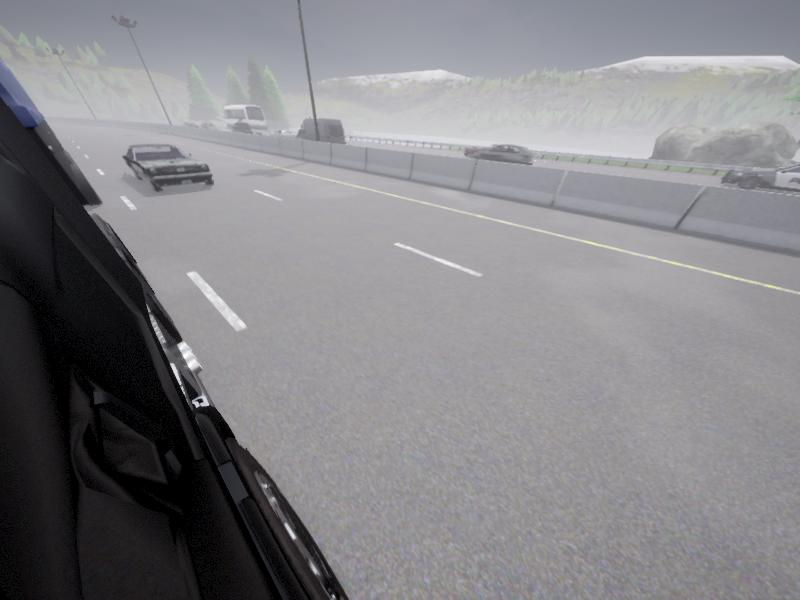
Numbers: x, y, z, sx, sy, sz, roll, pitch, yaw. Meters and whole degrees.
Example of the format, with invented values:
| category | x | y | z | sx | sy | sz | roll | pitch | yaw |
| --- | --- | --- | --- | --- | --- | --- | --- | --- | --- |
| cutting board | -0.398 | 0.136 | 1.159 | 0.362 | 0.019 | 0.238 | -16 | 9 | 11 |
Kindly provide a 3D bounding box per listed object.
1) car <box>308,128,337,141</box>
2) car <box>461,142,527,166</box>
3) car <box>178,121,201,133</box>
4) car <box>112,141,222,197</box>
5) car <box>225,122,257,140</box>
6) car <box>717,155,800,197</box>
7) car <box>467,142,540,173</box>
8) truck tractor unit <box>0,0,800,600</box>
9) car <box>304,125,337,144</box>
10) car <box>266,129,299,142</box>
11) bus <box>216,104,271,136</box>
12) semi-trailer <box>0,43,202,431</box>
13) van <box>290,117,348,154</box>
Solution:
| category | x | y | z | sx | sy | sz | roll | pitch | yaw |
| --- | --- | --- | --- | --- | --- | --- | --- | --- | --- |
| car | -12.299 | -26.274 | 36.699 | 4.514 | 1.525 | 2.007 | 28 | 44 | 30 |
| car | 7.986 | -12.631 | 19.871 | 4.718 | 1.301 | 1.895 | 28 | 44 | 30 |
| car | -39.006 | -32.038 | 42.815 | 3.705 | 1.549 | 1.789 | 26 | 42 | 28 |
| car | -9.346 | -5.392 | 9.211 | 4.718 | 1.301 | 1.895 | 28 | 44 | 30 |
| car | -21.920 | -23.318 | 31.895 | 3.866 | 1.878 | 1.905 | 28 | 44 | 30 |
| car | 21.231 | -6.520 | 12.290 | 2.038 | 1.542 | 4.974 | -26 | 45 | -32 |
| car | 7.306 | -10.320 | 16.600 | 4.193 | 1.474 | 1.816 | 28 | 44 | 30 |
| truck tractor unit | -2.645 | -0.295 | 0.351 | 6.516 | 4.208 | 3.053 | 28 | 44 | 30 |
| car | -11.086 | -23.032 | 32.154 | 4.605 | 1.855 | 1.932 | 29 | 44 | 30 |
| car | -16.370 | -22.861 | 32.103 | 4.718 | 1.301 | 1.895 | 28 | 44 | 30 |
| bus | -29.083 | -33.455 | 43.031 | 10.273 | 4.253 | 3.944 | 27 | 43 | 30 |
| semi-trailer | -8.714 | -3.583 | 4.229 | 14.254 | 4.402 | 2.717 | 28 | 44 | 30 |
| van | -7.939 | -16.136 | 22.588 | 5.915 | 2.561 | 1.988 | 28 | 44 | 30 |
